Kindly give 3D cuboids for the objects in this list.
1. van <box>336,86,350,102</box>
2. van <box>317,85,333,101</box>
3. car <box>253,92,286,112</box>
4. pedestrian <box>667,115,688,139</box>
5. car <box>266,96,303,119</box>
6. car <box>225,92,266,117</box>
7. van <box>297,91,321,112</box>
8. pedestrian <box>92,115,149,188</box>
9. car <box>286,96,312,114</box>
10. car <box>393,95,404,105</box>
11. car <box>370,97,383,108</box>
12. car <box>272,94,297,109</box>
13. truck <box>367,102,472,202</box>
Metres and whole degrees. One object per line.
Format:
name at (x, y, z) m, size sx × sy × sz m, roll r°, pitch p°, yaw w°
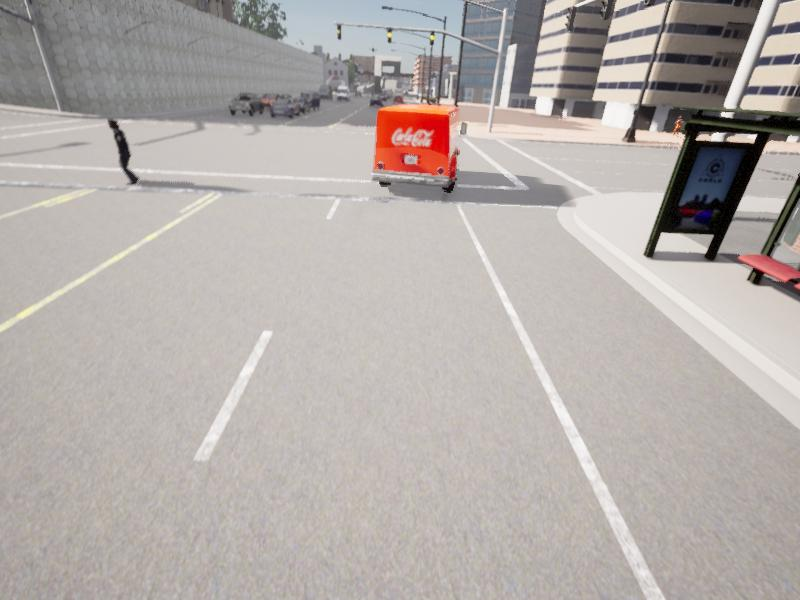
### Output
van at (-10.765, -39.132, 75.874) m, size 1.988 × 2.561 × 5.915 m, roll 2°, pitch 28°, yaw -1°
van at (-14.264, -39.580, 76.362) m, size 1.988 × 2.561 × 5.915 m, roll 2°, pitch 28°, yaw -1°
car at (-14.135, -21.670, 43.656) m, size 2.097 × 1.767 × 4.553 m, roll 2°, pitch 28°, yaw -1°
pedestrian at (24.458, -15.290, 35.283) m, size 0.751 × 1.860 × 0.751 m, roll -1°, pitch 28°, yaw -7°
car at (-10.613, -17.914, 37.152) m, size 2.033 × 1.649 × 4.856 m, roll 2°, pitch 28°, yaw -1°
car at (-14.103, -18.075, 36.834) m, size 1.932 × 1.855 × 4.605 m, roll 2°, pitch 28°, yaw -1°
van at (-10.648, -23.475, 47.182) m, size 1.775 × 1.987 × 4.442 m, roll 2°, pitch 28°, yaw -2°
pedestrian at (-7.977, -4.250, 11.516) m, size 0.751 × 1.860 × 0.751 m, roll -4°, pitch 29°, yaw -13°
car at (-10.640, -20.602, 42.288) m, size 1.845 × 1.501 × 3.633 m, roll 2°, pitch 28°, yaw -1°
car at (-0.303, -38.540, 77.018) m, size 2.007 × 1.525 × 4.514 m, roll 2°, pitch 28°, yaw -1°
car at (-3.732, -31.515, 63.667) m, size 1.895 × 1.301 × 4.718 m, roll 2°, pitch 28°, yaw -1°
car at (-14.165, -24.495, 49.285) m, size 1.816 × 1.474 × 4.193 m, roll 2°, pitch 28°, yaw -2°
truck at (0.865, -5.366, 13.903) m, size 2.627 × 2.467 × 5.204 m, roll 8°, pitch 28°, yaw 10°
